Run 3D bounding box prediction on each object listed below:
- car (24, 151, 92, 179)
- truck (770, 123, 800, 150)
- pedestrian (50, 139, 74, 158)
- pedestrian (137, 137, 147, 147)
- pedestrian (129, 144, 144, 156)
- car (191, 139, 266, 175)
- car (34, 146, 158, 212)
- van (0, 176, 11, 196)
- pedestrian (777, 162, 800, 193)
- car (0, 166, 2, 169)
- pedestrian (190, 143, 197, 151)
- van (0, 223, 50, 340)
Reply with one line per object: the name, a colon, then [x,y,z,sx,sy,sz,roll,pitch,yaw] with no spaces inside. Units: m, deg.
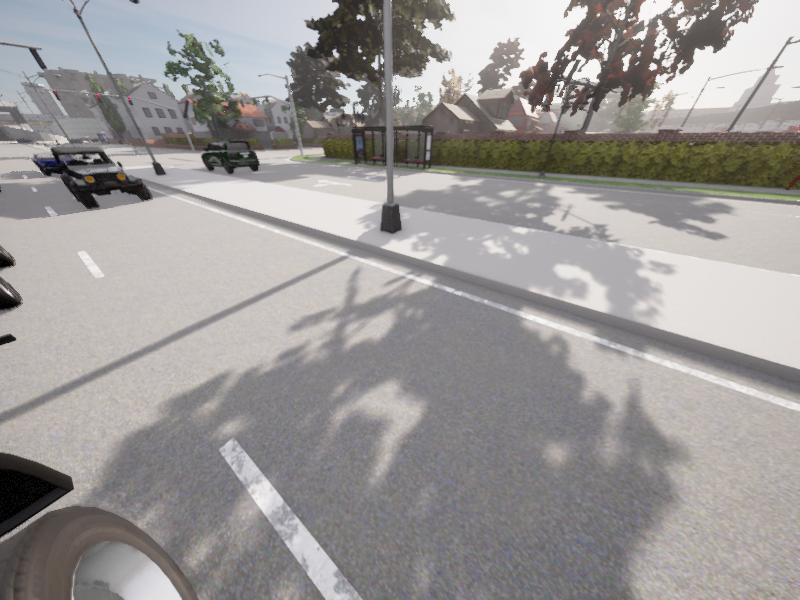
car: [-23.866,-9.501,16.107,4.718,1.301,1.895,22,41,28]
truck: [72.719,-29.508,41.652,2.891,3.827,8.468,22,42,28]
pedestrian: [-40.622,-18.186,27.785,0.751,1.860,0.751,-24,42,-30]
pedestrian: [-61.113,-37.383,54.626,0.751,1.860,0.751,23,41,28]
pedestrian: [-36.195,-20.583,31.705,0.751,1.300,0.751,25,42,31]
car: [-13.251,-11.128,17.841,5.566,2.045,2.150,22,41,28]
car: [-12.193,-5.018,9.310,3.866,1.878,1.905,22,41,28]
van: [-20.266,-5.887,10.362,4.480,2.038,2.069,22,40,28]
pedestrian: [19.110,-6.026,10.685,0.751,1.860,0.751,20,40,25]
car: [-34.376,-10.336,17.217,1.895,1.301,4.718,22,41,28]
pedestrian: [-36.589,-27.131,40.907,0.500,1.100,0.500,21,40,26]
van: [-7.579,-0.752,3.157,4.480,2.038,2.069,22,41,28]
